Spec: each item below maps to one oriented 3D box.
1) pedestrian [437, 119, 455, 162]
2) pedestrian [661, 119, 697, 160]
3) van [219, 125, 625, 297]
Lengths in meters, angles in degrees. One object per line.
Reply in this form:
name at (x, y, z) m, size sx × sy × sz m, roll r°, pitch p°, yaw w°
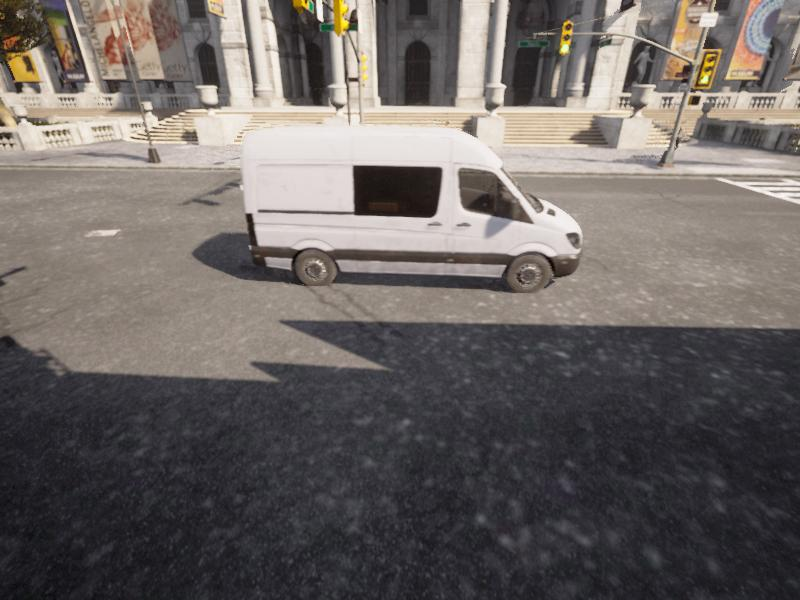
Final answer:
pedestrian at (2.238, -7.823, 19.615) m, size 0.751 × 1.860 × 0.751 m, roll 2°, pitch 27°, yaw 4°
pedestrian at (13.961, -8.066, 20.082) m, size 0.751 × 1.860 × 0.751 m, roll -2°, pitch 27°, yaw -4°
van at (0.297, -1.732, 7.309) m, size 5.915 × 2.561 × 1.988 m, roll 2°, pitch 27°, yaw 4°
